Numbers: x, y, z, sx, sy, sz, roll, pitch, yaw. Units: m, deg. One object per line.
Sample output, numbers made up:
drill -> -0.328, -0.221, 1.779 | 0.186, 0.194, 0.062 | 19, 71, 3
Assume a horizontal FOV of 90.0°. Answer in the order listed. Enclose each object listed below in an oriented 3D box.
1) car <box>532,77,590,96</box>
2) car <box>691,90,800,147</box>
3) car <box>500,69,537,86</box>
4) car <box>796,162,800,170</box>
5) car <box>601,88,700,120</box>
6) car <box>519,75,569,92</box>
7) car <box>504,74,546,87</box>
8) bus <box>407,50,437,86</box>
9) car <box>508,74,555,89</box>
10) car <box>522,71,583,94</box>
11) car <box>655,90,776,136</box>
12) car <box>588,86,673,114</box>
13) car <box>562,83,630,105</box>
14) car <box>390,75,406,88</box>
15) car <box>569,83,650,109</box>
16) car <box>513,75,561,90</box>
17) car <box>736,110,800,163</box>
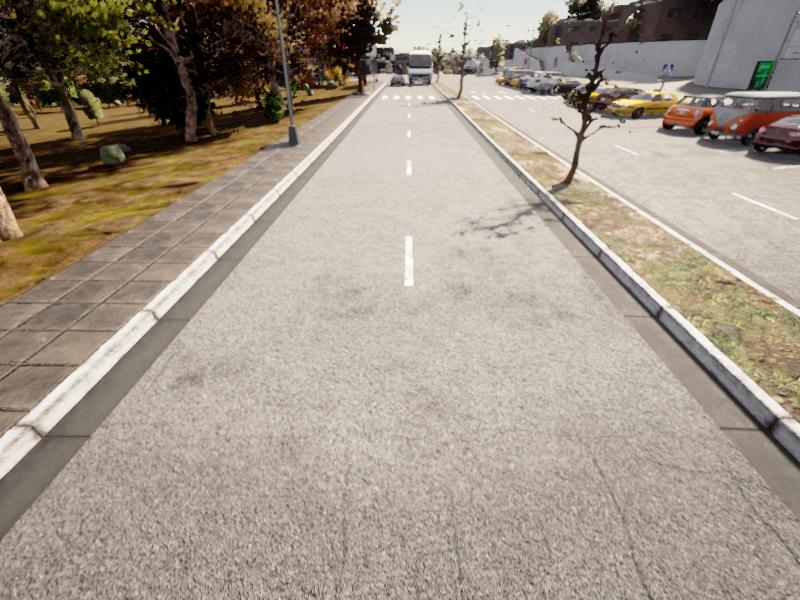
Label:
car -> 16.338, -21.721, 40.704 | 4.892, 1.521, 2.231 | -9, 33, -17
car -> 15.682, -8.037, 17.562 | 4.442, 1.987, 1.878 | -9, 33, -16
car -> 16.581, -31.068, 55.918 | 4.442, 1.987, 1.878 | -9, 33, -16
car -> 15.695, -4.784, 12.626 | 4.792, 1.488, 2.163 | -9, 32, -17
car -> 15.793, -12.461, 25.329 | 5.366, 1.575, 1.946 | -9, 33, -16
car -> 16.454, -24.785, 45.822 | 5.008, 1.535, 2.097 | -9, 33, -16
car -> 16.654, -29.349, 53.533 | 4.792, 1.488, 2.163 | -9, 32, -17
bus -> 2.965, -33.803, 58.277 | 3.944, 4.253, 10.273 | 1, 31, 1
car -> 16.743, -27.875, 50.998 | 5.366, 1.575, 1.946 | -9, 32, -17
car -> 16.418, -23.480, 43.148 | 5.566, 2.045, 2.435 | -9, 32, -17
car -> 15.821, -9.510, 20.206 | 4.553, 1.767, 2.185 | -9, 32, -16
car -> 16.055, -14.014, 27.963 | 4.792, 1.488, 2.163 | -9, 32, -16
car -> 16.144, -17.082, 33.064 | 4.674, 1.452, 2.002 | -9, 32, -16
car -> -0.279, -29.269, 53.476 | 1.994, 1.385, 4.181 | 1, 31, 1
car -> 15.914, -15.549, 30.433 | 5.366, 1.575, 1.946 | -9, 33, -16
car -> 16.501, -26.314, 48.386 | 4.892, 1.521, 2.231 | -9, 32, -17
car -> 15.723, -6.301, 15.181 | 4.674, 1.452, 2.002 | -9, 32, -16
